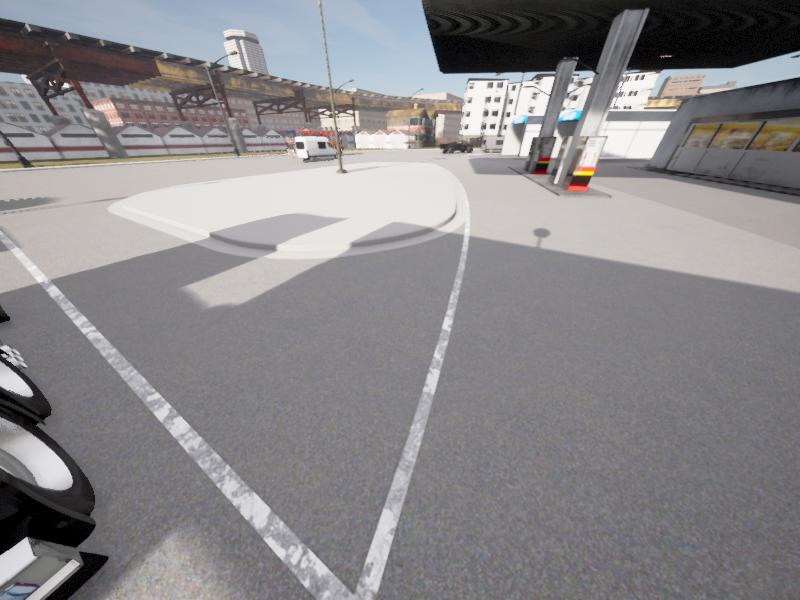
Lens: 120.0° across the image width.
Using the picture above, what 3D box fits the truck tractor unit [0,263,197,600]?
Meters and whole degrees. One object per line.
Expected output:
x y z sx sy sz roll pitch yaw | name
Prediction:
-5.108 -0.304 0.778 6.516 4.208 3.053 18 39 24 | truck tractor unit

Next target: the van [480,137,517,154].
18.715 -29.581 44.105 5.915 2.561 1.988 -5 35 -7 | van

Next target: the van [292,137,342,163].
-10.382 -19.353 29.639 1.988 2.561 5.915 18 39 25 | van

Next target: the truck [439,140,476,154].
10.572 -28.238 42.621 6.274 2.098 2.390 -15 37 -20 | truck

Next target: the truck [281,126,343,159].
-13.374 -24.743 36.275 2.891 3.827 8.468 20 40 27 | truck
